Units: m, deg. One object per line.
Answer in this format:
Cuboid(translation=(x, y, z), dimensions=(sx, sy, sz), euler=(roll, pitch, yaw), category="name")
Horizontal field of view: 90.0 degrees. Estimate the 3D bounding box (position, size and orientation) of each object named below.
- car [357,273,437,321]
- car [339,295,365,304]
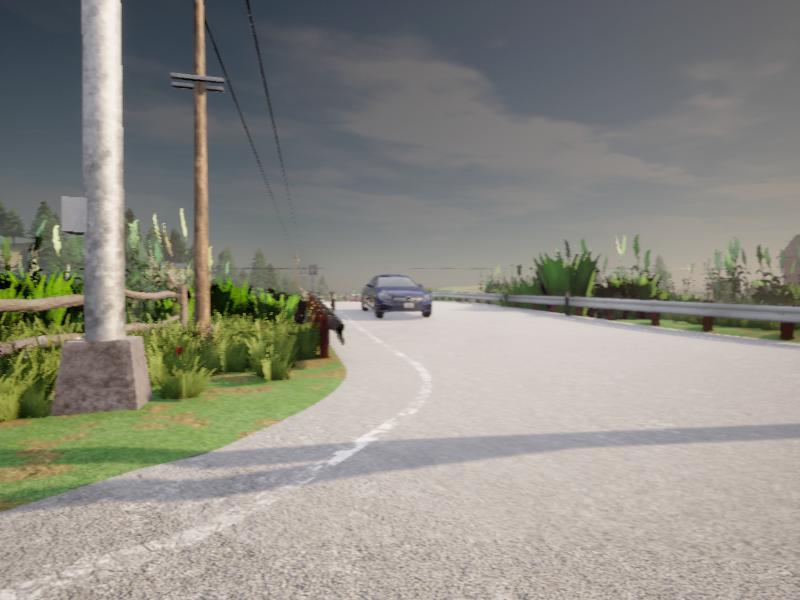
Cuboid(translation=(-0.310, -0.211, 14.585), dimensions=(1.812, 1.442, 4.674), euler=(0, 3, -14), category="car")
Cuboid(translation=(-7.433, -0.099, 62.266), dimensions=(3.806, 1.475, 1.970), euler=(0, 0, -14), category="car")
